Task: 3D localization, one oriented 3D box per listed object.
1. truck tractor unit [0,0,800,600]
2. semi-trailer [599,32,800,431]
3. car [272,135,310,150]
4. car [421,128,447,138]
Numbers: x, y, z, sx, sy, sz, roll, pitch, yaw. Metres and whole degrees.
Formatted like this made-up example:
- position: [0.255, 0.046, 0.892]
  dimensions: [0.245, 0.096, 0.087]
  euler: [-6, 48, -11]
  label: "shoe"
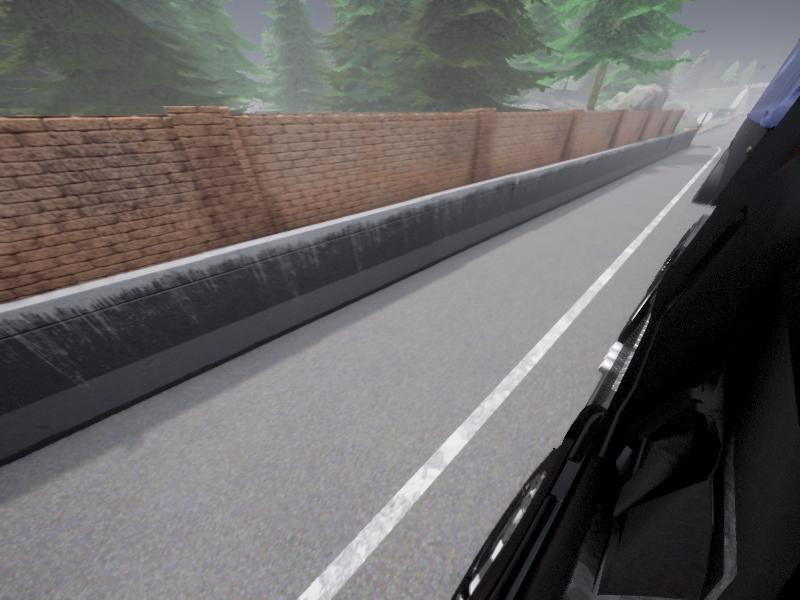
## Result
- position: [2.645, -0.295, 0.351]
  dimensions: [6.516, 4.208, 3.053]
  euler: [-28, 44, -30]
  label: "truck tractor unit"
- position: [8.644, -3.642, 4.280]
  dimensions: [14.254, 4.402, 2.717]
  euler: [-29, 44, -30]
  label: "semi-trailer"
- position: [-17.668, -25.698, 37.605]
  dimensions: [4.856, 1.649, 2.033]
  euler: [-27, 43, -29]
  label: "car"
- position: [6.740, -33.146, 45.846]
  dimensions: [2.128, 1.511, 4.902]
  euler: [-28, 44, -29]
  label: "car"
